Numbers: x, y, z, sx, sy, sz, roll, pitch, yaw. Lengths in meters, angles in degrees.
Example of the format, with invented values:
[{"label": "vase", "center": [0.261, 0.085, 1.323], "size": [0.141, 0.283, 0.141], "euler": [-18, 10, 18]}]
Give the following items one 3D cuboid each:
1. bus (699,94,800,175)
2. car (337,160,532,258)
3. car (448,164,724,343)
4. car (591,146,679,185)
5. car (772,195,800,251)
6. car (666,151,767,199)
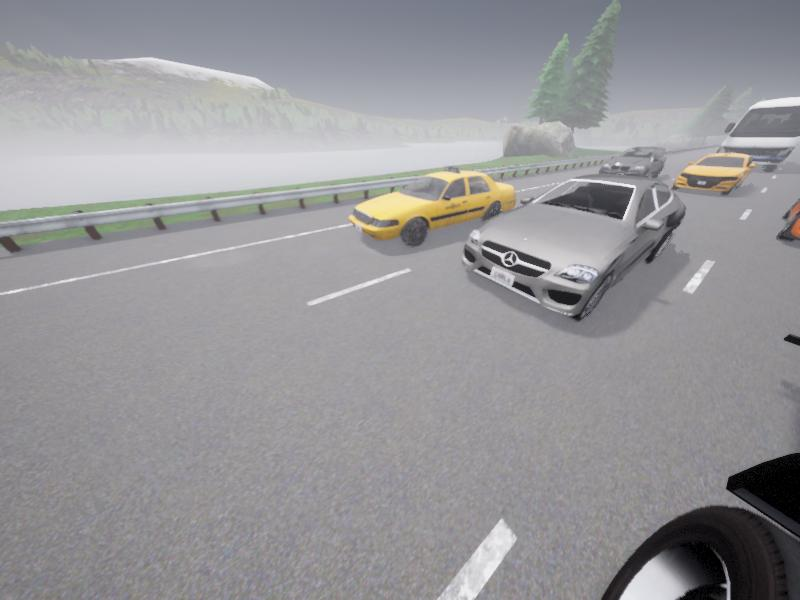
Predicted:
[{"label": "bus", "center": [28.615, -12.665, 17.834], "size": [10.273, 4.253, 3.944], "euler": [-22, 41, -28]}, {"label": "car", "center": [1.197, -2.917, 6.646], "size": [5.366, 1.575, 1.801], "euler": [-22, 41, -28]}, {"label": "car", "center": [3.609, -1.455, 4.512], "size": [5.027, 1.651, 2.152], "euler": [-22, 41, -28]}, {"label": "car", "center": [14.267, -8.294, 14.038], "size": [4.611, 1.667, 2.242], "euler": [-22, 41, -28]}, {"label": "car", "center": [11.597, -2.324, 5.513], "size": [4.553, 1.767, 2.097], "euler": [-22, 41, -28]}, {"label": "car", "center": [15.425, -6.249, 11.246], "size": [5.008, 1.535, 1.882], "euler": [-22, 41, -28]}]
